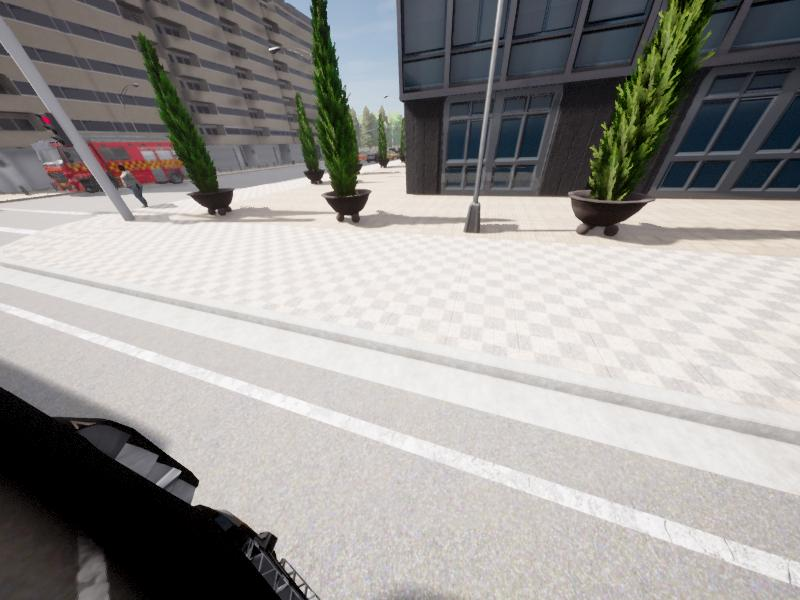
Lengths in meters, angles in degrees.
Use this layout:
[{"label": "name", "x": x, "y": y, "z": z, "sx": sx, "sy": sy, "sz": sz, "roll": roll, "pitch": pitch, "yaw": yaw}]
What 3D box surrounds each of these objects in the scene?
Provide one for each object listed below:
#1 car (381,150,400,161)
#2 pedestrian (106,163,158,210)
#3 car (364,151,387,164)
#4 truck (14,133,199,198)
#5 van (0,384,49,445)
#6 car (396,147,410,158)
[{"label": "car", "x": -1.710, "y": -28.033, "z": 44.687, "sx": 1.801, "sy": 1.575, "sz": 5.366, "roll": 9, "pitch": 35, "yaw": 17}, {"label": "pedestrian", "x": -12.472, "y": -5.317, "z": 10.800, "sx": 0.751, "sy": 1.860, "sz": 0.751, "roll": 22, "pitch": 41, "yaw": 32}, {"label": "car", "x": -4.033, "y": -24.206, "z": 39.163, "sx": 2.007, "sy": 1.525, "sz": 4.514, "roll": 9, "pitch": 35, "yaw": 17}, {"label": "truck", "x": -23.216, "y": -11.546, "z": 19.534, "sx": 2.891, "sy": 3.827, "sz": 8.468, "roll": 9, "pitch": 35, "yaw": 17}, {"label": "van", "x": -6.109, "y": 0.534, "z": 1.816, "sx": 4.442, "sy": 1.987, "sz": 1.775, "roll": 9, "pitch": 35, "yaw": 17}, {"label": "car", "x": 0.757, "y": -32.204, "z": 50.484, "sx": 1.905, "sy": 1.878, "sz": 3.866, "roll": 9, "pitch": 35, "yaw": 17}]
